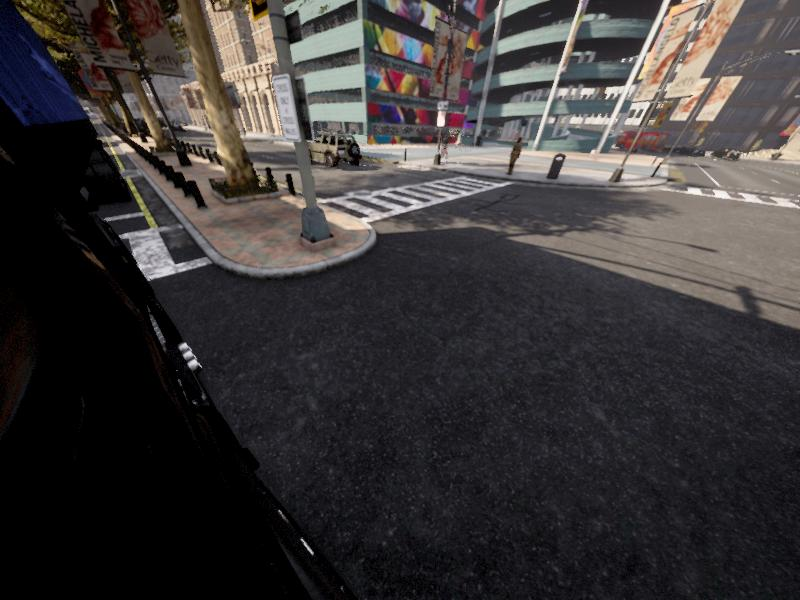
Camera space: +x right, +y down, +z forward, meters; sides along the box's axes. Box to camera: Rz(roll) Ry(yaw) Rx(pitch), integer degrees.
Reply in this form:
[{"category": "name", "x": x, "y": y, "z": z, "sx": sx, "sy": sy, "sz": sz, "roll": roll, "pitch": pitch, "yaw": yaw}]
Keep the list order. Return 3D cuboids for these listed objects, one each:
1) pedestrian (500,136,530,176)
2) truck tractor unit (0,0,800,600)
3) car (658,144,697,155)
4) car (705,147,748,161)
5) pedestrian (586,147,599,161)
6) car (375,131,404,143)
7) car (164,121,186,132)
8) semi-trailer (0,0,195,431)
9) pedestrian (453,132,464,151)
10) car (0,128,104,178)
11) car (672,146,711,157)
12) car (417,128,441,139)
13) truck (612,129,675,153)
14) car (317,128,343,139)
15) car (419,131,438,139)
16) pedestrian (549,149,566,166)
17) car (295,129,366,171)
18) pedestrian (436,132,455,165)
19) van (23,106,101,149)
[{"category": "pedestrian", "x": 6.505, "y": -8.180, "z": 13.161, "sx": 0.751, "sy": 1.860, "sz": 0.751, "roll": -19, "pitch": 42, "yaw": -26}, {"category": "truck tractor unit", "x": -2.645, "y": -0.295, "z": 0.351, "sx": 6.516, "sy": 4.208, "sz": 3.053, "roll": 28, "pitch": 44, "yaw": 30}, {"category": "car", "x": 55.841, "y": -30.393, "z": 46.649, "sx": 2.128, "sy": 1.511, "sz": 4.902, "roll": 0, "pitch": 37, "yaw": -3}, {"category": "car", "x": 50.543, "y": -22.680, "z": 35.885, "sx": 1.789, "sy": 1.549, "sz": 3.705, "roll": 12, "pitch": 38, "yaw": 12}, {"category": "pedestrian", "x": 20.023, "y": -15.191, "z": 24.034, "sx": 0.500, "sy": 1.100, "sz": 0.500, "roll": -26, "pitch": 45, "yaw": -33}, {"category": "car", "x": -1.819, "y": -27.546, "z": 38.986, "sx": 4.902, "sy": 1.511, "sz": 2.128, "roll": 31, "pitch": 45, "yaw": 33}, {"category": "car", "x": -42.282, "y": -32.527, "z": 43.369, "sx": 3.806, "sy": 1.475, "sz": 1.970, "roll": 31, "pitch": 45, "yaw": 33}, {"category": "semi-trailer", "x": -8.355, "y": -3.817, "z": 4.541, "sx": 14.254, "sy": 4.402, "sz": 2.717, "roll": 32, "pitch": 46, "yaw": 33}, {"category": "pedestrian", "x": 6.987, "y": -18.938, "z": 27.609, "sx": 0.751, "sy": 1.860, "sz": 0.751, "roll": 19, "pitch": 40, "yaw": 21}, {"category": "car", "x": -15.900, "y": -6.939, "z": 10.714, "sx": 4.792, "sy": 1.488, "sz": 2.163, "roll": 31, "pitch": 45, "yaw": 33}, {"category": "car", "x": 52.149, "y": -26.634, "z": 41.426, "sx": 1.994, "sy": 1.385, "sz": 4.181, "roll": 5, "pitch": 37, "yaw": 2}, {"category": "car", "x": 7.563, "y": -43.715, "z": 60.663, "sx": 5.566, "sy": 2.045, "sz": 2.435, "roll": 31, "pitch": 45, "yaw": 33}, {"category": "truck", "x": 51.849, "y": -34.353, "z": 49.708, "sx": 2.891, "sy": 3.827, "sz": 8.468, "roll": -4, "pitch": 37, "yaw": -9}, {"category": "car", "x": -13.018, "y": -30.883, "z": 42.828, "sx": 4.786, "sy": 1.482, "sz": 2.161, "roll": 31, "pitch": 45, "yaw": 33}, {"category": "car", "x": 7.506, "y": -43.426, "z": 60.928, "sx": 4.514, "sy": 1.523, "sz": 2.007, "roll": 31, "pitch": 45, "yaw": 33}, {"category": "pedestrian", "x": 12.416, "y": -11.212, "z": 18.229, "sx": 0.500, "sy": 1.100, "sz": 0.500, "roll": -16, "pitch": 41, "yaw": -23}, {"category": "car", "x": -4.485, "y": -9.724, "z": 14.826, "sx": 4.605, "sy": 1.855, "sz": 1.932, "roll": 31, "pitch": 45, "yaw": 33}, {"category": "pedestrian", "x": 3.217, "y": -10.755, "z": 16.407, "sx": 0.751, "sy": 1.860, "sz": 0.751, "roll": -23, "pitch": 44, "yaw": -31}, {"category": "van", "x": -26.863, "y": -13.989, "z": 18.688, "sx": 6.366, "sy": 2.431, "sz": 2.351, "roll": 31, "pitch": 45, "yaw": 33}]
